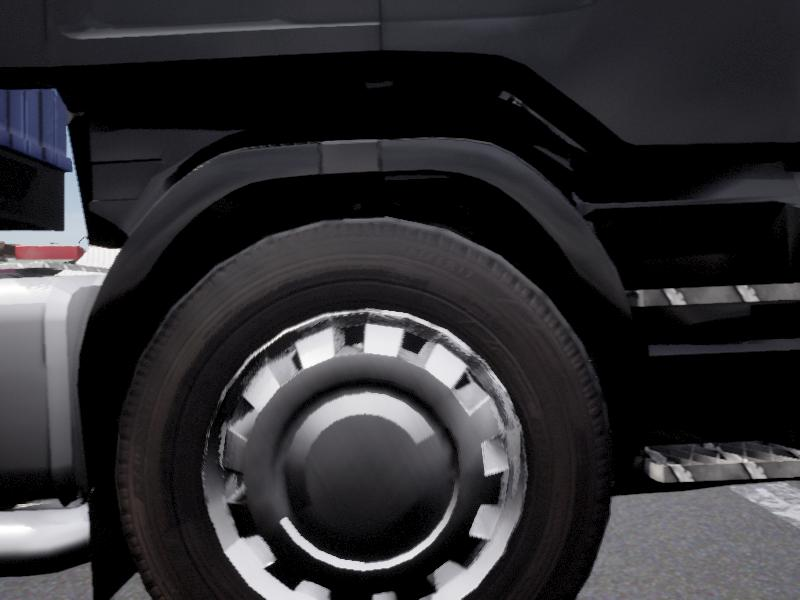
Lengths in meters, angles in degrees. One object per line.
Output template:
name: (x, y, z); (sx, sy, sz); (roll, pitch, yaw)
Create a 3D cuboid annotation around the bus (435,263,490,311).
bus: (6.051, -1.182, 41.137); (3.944, 4.253, 10.273); (0, 0, 0)

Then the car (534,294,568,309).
car: (16.408, 0.190, 43.723); (1.882, 1.535, 5.008); (0, 0, 0)

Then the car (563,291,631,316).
car: (12.998, 0.198, 26.843); (2.128, 1.511, 4.902); (0, 0, 0)

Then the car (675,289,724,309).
car: (29.523, -0.101, 39.603); (1.905, 1.878, 3.866); (0, 0, 0)

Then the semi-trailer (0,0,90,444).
semi-trailer: (-9.863, -1.233, 2.159); (14.254, 4.402, 2.717); (0, 0, 0)

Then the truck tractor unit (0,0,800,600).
truck tractor unit: (-1.948, -1.123, 2.171); (6.516, 4.208, 3.053); (0, 0, 0)

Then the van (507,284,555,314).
van: (9.510, -0.073, 29.503); (2.069, 2.038, 4.480); (0, 0, 0)

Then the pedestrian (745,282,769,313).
pedestrian: (21.219, -0.141, 23.772); (0.751, 1.860, 0.751); (0, 0, -2)
